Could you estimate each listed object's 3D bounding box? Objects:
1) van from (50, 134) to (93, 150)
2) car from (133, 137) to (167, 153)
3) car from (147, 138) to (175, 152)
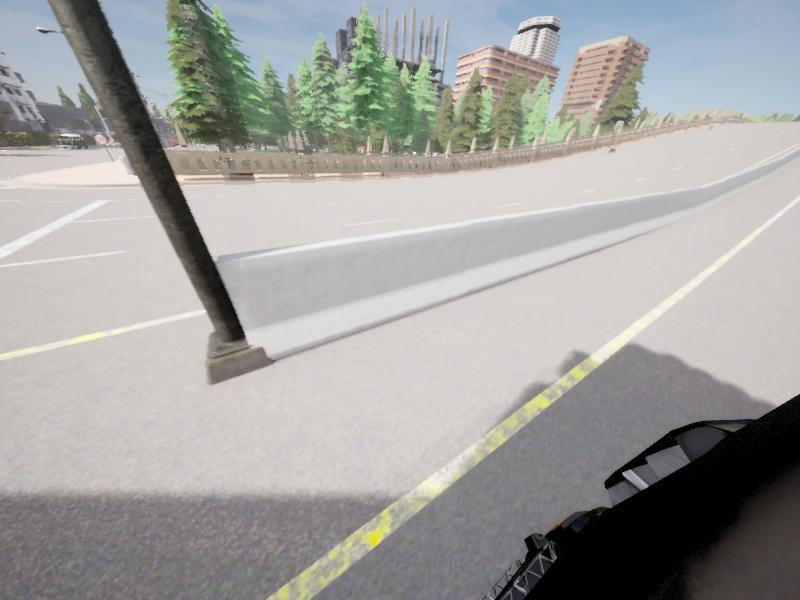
[{"bbox_3d":[-53.014,-25.623,37.456,2.069,2.038,4.480,-16,37,-25],"label":"van"},{"bbox_3d":[-41.609,-25.887,38.614,2.150,2.045,5.566,-16,38,-25],"label":"car"},{"bbox_3d":[-45.173,-29.503,43.863,2.150,2.045,5.566,-15,37,-25],"label":"car"}]
